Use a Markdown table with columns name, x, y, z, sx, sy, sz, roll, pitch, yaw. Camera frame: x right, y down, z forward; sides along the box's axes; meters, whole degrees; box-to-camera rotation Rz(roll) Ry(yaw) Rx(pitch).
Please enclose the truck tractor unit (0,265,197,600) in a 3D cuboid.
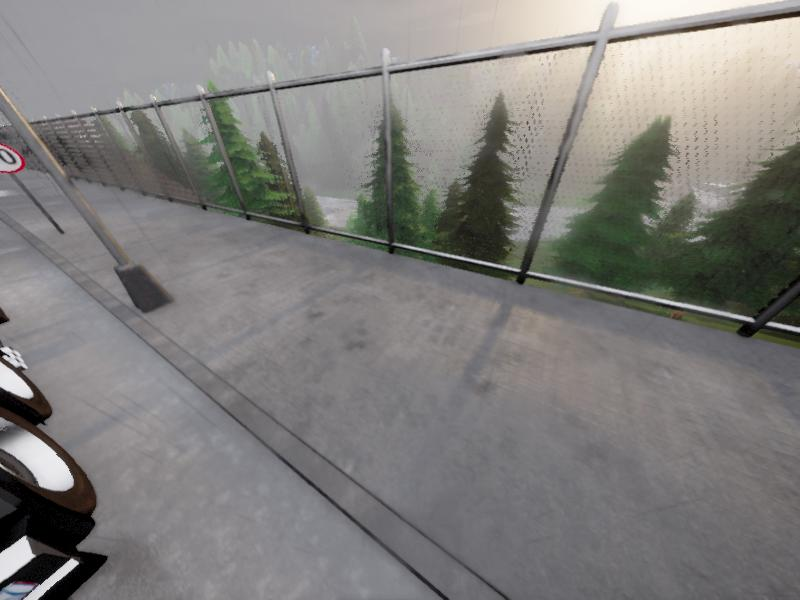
| name | x | y | z | sx | sy | sz | roll | pitch | yaw |
| --- | --- | --- | --- | --- | --- | --- | --- | --- | --- |
| truck tractor unit | -5.122 | -0.287 | 0.789 | 6.516 | 4.208 | 3.053 | 18 | 39 | 24 |
